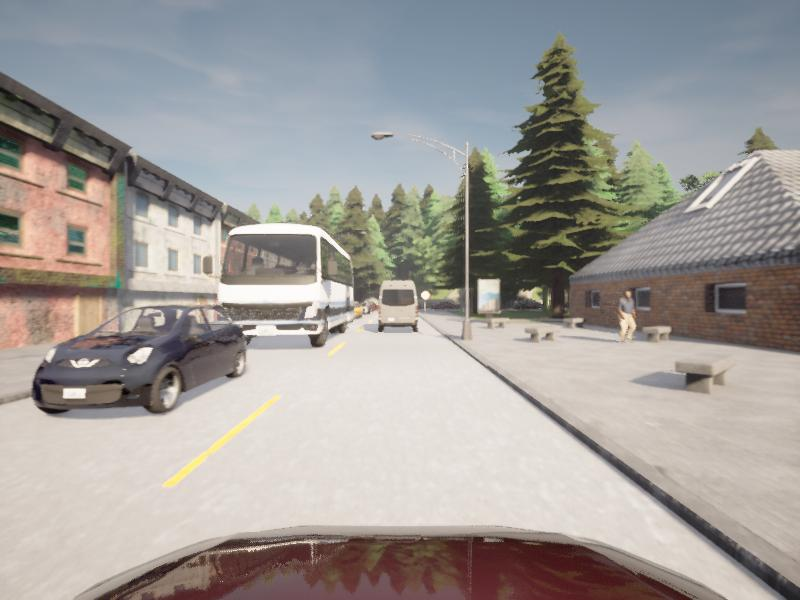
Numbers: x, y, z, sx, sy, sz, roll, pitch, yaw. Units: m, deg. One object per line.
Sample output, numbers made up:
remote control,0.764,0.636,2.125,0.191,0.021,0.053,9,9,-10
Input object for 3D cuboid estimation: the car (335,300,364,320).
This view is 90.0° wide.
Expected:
car,-4.166,0.803,33.830,1.801,1.575,5.366,0,0,0

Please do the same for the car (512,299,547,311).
car,19.660,0.758,60.786,4.611,1.667,2.242,0,0,0

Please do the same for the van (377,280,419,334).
van,-0.102,0.323,21.979,1.988,2.561,5.915,0,0,0

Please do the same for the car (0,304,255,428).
car,-4.024,0.827,6.744,1.845,1.501,3.633,0,0,0

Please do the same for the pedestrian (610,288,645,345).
pedestrian,7.575,0.533,13.340,0.751,1.860,0.751,0,0,-3

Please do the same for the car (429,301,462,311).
car,6.881,0.872,60.301,4.674,1.442,1.812,0,0,-14

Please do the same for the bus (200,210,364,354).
bus,-3.959,-0.533,16.987,3.944,4.253,10.273,0,0,0

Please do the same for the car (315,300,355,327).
car,-4.128,0.802,26.284,1.801,1.575,5.366,0,0,0
